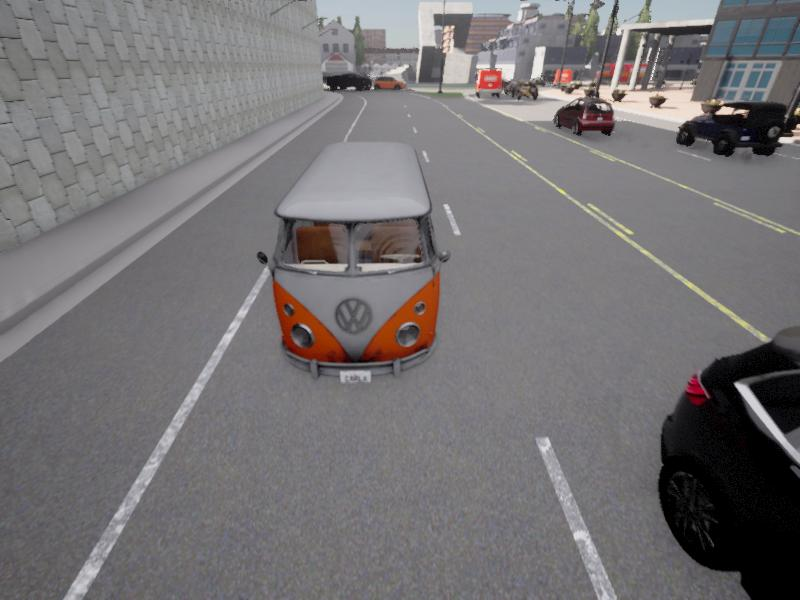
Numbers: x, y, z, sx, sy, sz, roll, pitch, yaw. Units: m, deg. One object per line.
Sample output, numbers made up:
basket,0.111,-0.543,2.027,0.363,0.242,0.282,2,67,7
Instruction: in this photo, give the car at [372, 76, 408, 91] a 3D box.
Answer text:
car,-1.408,-30.311,55.983,4.553,1.767,2.097,8,31,13

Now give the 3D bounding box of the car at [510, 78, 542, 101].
car,12.908,-21.710,41.235,1.932,1.855,4.605,1,30,2

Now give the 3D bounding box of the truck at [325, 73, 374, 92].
truck,-6.963,-29.808,54.798,6.274,2.098,2.390,15,33,23

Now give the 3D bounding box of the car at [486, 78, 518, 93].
car,14.556,-30.610,56.969,2.152,1.651,5.027,23,38,34

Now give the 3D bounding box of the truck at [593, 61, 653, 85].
truck,41.026,-41.942,73.913,8.468,3.827,2.891,3,30,5

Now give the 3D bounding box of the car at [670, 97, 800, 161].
car,13.218,-6.916,15.958,1.905,1.878,3.866,-1,30,-1

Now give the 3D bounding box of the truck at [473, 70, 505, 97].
truck,9.608,-23.600,43.789,2.627,2.467,5.204,3,27,4

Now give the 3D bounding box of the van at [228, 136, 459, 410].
van,-0.486,-0.869,5.510,1.775,1.987,4.442,-1,30,-1

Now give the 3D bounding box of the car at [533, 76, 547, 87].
car,23.340,-36.429,66.698,1.789,1.549,3.705,10,32,17

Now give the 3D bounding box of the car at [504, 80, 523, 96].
car,13.571,-25.462,47.959,1.789,1.549,3.705,6,31,9

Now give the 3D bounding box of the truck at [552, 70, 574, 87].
truck,27.271,-37.224,67.171,2.627,2.467,5.204,8,31,13

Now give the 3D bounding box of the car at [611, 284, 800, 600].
car,3.137,1.765,1.328,2.242,1.667,4.611,-1,30,-1

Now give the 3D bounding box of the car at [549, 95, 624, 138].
car,9.578,-9.668,20.931,1.851,1.617,3.988,-1,30,-1
